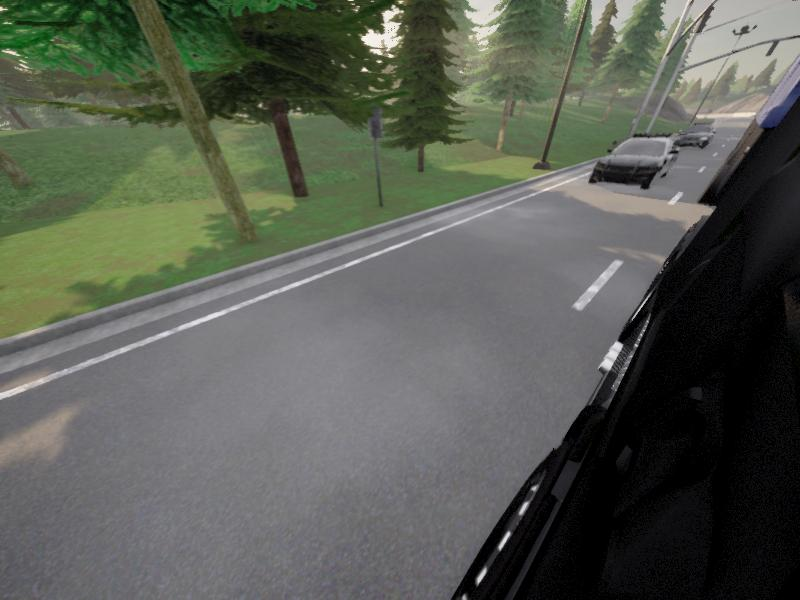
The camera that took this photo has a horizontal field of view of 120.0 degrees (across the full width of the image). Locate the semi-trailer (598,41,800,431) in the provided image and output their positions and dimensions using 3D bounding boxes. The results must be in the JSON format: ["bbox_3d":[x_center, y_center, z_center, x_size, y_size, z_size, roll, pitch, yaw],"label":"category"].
[{"bbox_3d":[8.699,-3.609,4.222,14.254,4.402,2.717,-28,44,-30],"label":"semi-trailer"}]

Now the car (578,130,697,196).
[{"bbox_3d":[9.580,-5.684,9.252,5.238,1.638,1.930,-28,44,-30],"label":"car"}]

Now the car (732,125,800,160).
[{"bbox_3d":[21.832,-9.376,13.637,4.181,1.385,1.994,-28,44,-30],"label":"car"}]

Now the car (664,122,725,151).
[{"bbox_3d":[23.008,-12.814,18.011,4.974,1.542,2.038,-28,44,-29],"label":"car"}]

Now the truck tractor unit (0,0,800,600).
[{"bbox_3d":[2.645,-0.295,0.351,6.516,4.208,3.053,-28,44,-30],"label":"truck tractor unit"}]
